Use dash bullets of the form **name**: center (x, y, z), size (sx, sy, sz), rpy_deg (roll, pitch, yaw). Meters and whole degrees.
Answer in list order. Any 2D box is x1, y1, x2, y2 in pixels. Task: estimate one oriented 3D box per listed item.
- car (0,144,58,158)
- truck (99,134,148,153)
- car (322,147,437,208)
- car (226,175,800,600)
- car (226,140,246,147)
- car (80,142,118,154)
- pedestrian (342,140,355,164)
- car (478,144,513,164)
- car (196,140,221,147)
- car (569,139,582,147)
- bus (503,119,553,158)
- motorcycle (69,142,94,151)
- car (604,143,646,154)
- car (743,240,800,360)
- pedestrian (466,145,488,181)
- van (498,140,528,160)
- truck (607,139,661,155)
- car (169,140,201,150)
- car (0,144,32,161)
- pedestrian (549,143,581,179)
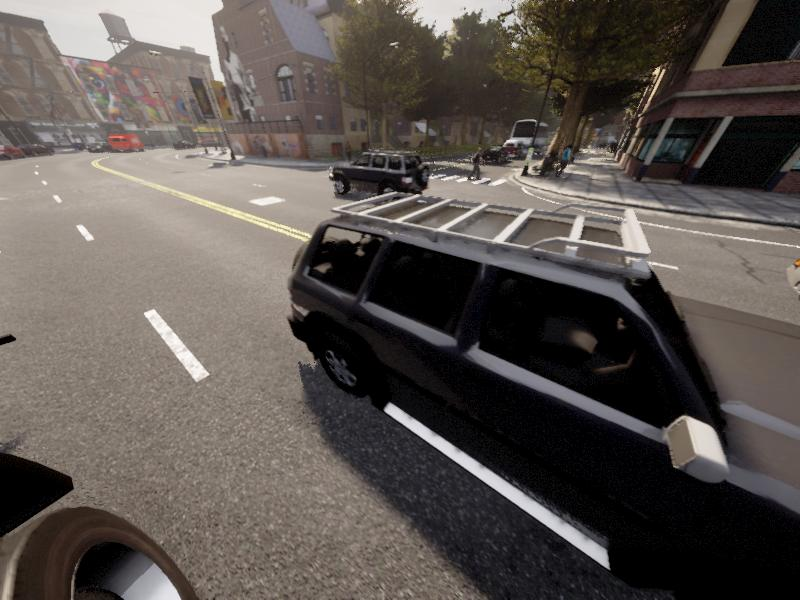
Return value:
- **car**: center (-48.091, -19.526, 30.152), size (1.895, 1.301, 4.718), rpy_deg (-15, 38, -20)
- **truck**: center (-45.192, -25.755, 38.002), size (2.627, 2.467, 5.204), rpy_deg (-12, 37, -17)
- **car**: center (-0.977, -5.558, 10.166), size (4.605, 1.855, 1.932), rpy_deg (23, 41, 28)
- **car**: center (1.012, 0.243, 1.954), size (4.605, 1.855, 1.932), rpy_deg (22, 40, 29)
- **car**: center (-46.251, -44.316, 65.277), size (1.970, 1.475, 3.806), rpy_deg (17, 39, 23)
- **car**: center (-48.491, -24.642, 37.338), size (1.970, 1.475, 3.806), rpy_deg (-12, 37, -17)
- **pedestrian**: center (-4.802, -13.947, 21.755), size (0.751, 1.860, 0.751), rpy_deg (7, 36, 10)
- **car**: center (10.686, -16.261, 25.647), size (1.930, 1.638, 5.238), rpy_deg (22, 41, 28)
- **car**: center (-49.230, -40.227, 59.399), size (2.007, 1.525, 4.514), rpy_deg (10, 36, 13)
- **car**: center (55.518, -49.542, 72.859), size (2.435, 2.045, 5.566), rpy_deg (22, 41, 28)
- **bus**: center (19.848, -24.843, 35.627), size (3.944, 4.253, 10.273), rpy_deg (22, 41, 28)
- **motorcycle**: center (-55.781, -26.996, 40.485), size (2.209, 1.251, 0.867), rpy_deg (-29, 45, -35)
- **car**: center (42.425, -28.790, 43.708), size (5.366, 1.575, 1.801), rpy_deg (22, 41, 28)
- **car**: center (7.318, 0.393, 1.780), size (4.605, 1.855, 1.932), rpy_deg (23, 41, 28)
- **pedestrian**: center (4.751, -8.459, 14.298), size (0.751, 1.860, 0.751), rpy_deg (20, 39, 25)
- **van**: center (14.904, -19.832, 30.399), size (2.069, 2.038, 4.480), rpy_deg (22, 41, 28)
- **truck**: center (41.037, -27.072, 40.809), size (6.274, 2.098, 2.390), rpy_deg (24, 42, 30)
- **car**: center (-44.057, -31.947, 47.521), size (1.930, 1.638, 5.238), rpy_deg (-2, 35, -3)
- **car**: center (-45.048, -16.780, 26.146), size (2.002, 1.452, 4.674), rpy_deg (-22, 41, -28)
- **pedestrian**: center (10.087, -8.559, 14.213), size (0.751, 1.860, 0.751), rpy_deg (-11, 37, -15)
